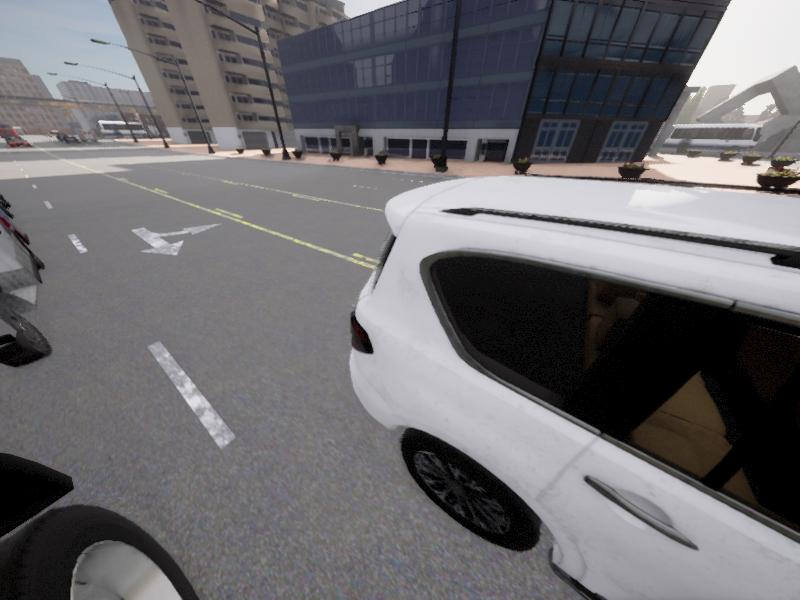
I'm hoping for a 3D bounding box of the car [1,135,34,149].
[{"bbox_3d":[-65.423,-27.046,39.539,4.611,1.667,2.242,24,41,27],"label":"car"}]

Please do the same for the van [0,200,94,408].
[{"bbox_3d":[-6.974,-0.710,2.798,6.366,2.431,2.351,22,40,28],"label":"van"}]

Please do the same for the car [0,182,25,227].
[{"bbox_3d":[-14.597,-3.370,7.384,4.902,1.511,2.128,22,41,28],"label":"car"}]

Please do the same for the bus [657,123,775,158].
[{"bbox_3d":[51.148,-26.412,38.110,3.944,4.253,10.273,-21,41,-26],"label":"bus"}]

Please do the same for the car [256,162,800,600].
[{"bbox_3d":[2.205,0.745,1.103,5.566,2.045,2.150,22,41,28],"label":"car"}]

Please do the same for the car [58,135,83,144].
[{"bbox_3d":[-69.664,-33.926,48.788,4.902,1.511,2.128,24,41,27],"label":"car"}]

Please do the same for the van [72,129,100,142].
[{"bbox_3d":[-73.686,-38.600,54.181,6.366,2.431,2.351,23,41,27],"label":"van"}]
